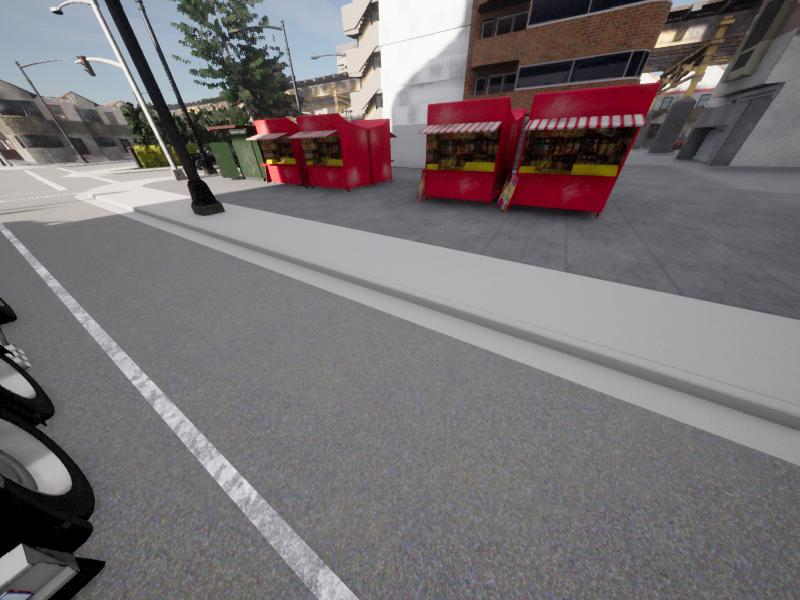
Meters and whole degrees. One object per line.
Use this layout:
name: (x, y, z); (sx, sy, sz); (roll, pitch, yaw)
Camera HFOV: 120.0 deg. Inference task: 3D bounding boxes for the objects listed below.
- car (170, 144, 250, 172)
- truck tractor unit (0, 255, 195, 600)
car: (-19.120, -14.653, 23.661); (2.150, 2.045, 5.566); (18, 39, 26)
truck tractor unit: (-5.097, -0.314, 0.801); (6.516, 4.208, 3.053); (19, 39, 25)
